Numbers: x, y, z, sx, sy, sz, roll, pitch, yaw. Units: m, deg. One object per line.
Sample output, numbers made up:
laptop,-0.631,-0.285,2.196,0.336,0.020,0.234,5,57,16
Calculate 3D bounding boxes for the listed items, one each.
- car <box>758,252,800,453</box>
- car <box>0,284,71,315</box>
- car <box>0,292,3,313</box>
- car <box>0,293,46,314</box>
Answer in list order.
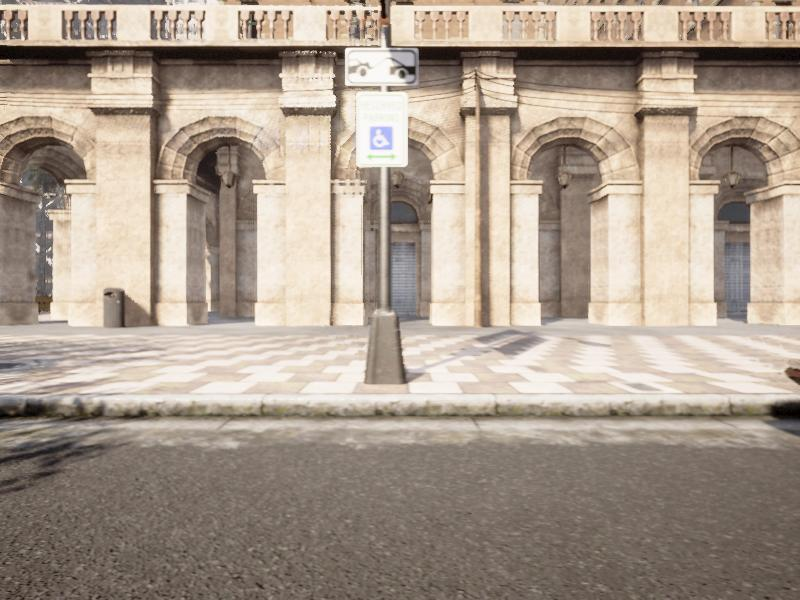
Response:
car,4.950,0.338,1.950,4.718,1.301,1.895,0,0,0
car,-25.100,0.045,27.069,1.932,1.855,4.605,0,-2,-1
car,-32.125,0.176,28.799,1.930,1.638,5.238,0,0,0
car,-28.610,0.259,29.198,1.816,1.474,4.193,0,0,0
